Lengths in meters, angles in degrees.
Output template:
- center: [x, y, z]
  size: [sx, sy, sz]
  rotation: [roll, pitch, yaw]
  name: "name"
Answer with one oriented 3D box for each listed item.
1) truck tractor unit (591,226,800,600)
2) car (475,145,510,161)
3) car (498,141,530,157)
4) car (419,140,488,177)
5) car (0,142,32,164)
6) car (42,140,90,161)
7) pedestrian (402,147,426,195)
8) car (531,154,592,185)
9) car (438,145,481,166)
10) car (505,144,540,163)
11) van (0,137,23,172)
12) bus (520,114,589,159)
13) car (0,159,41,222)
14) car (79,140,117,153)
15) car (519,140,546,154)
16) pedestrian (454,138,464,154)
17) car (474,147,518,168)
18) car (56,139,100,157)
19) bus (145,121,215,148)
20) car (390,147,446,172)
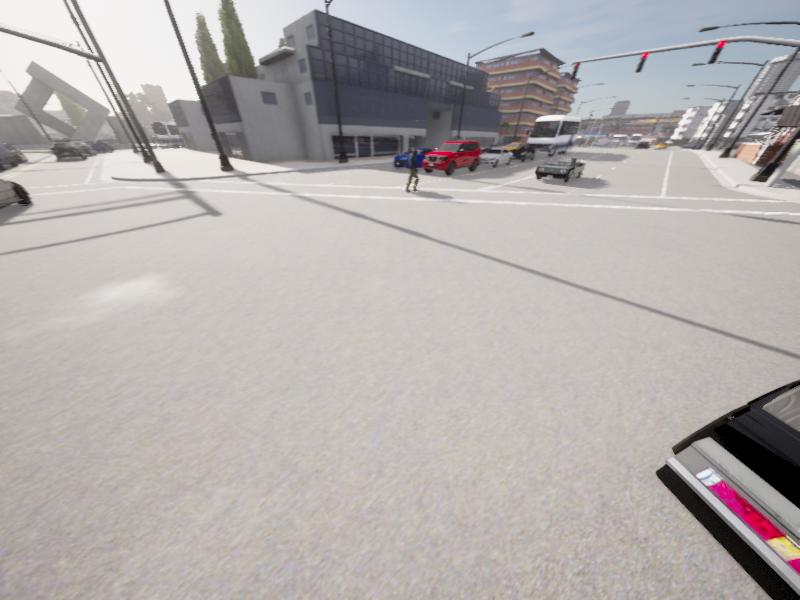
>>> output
- center: [5.323, 0.012, 0.346]
  size: [6.516, 4.208, 3.053]
  rotation: [-7, 36, -11]
  name: "truck tractor unit"
- center: [11.215, -17.830, 27.877]
  size: [4.181, 1.385, 1.994]
  rotation: [-30, 46, -35]
  name: "car"
- center: [15.619, -20.621, 31.514]
  size: [1.882, 1.535, 5.008]
  rotation: [29, 46, 34]
  name: "car"
- center: [4.145, -10.923, 17.642]
  size: [2.150, 2.045, 5.566]
  rotation: [30, 45, 34]
  name: "car"
- center: [-35.328, -13.124, 20.602]
  size: [3.633, 1.501, 1.845]
  rotation: [29, 44, 34]
  name: "car"
- center: [-34.540, -15.621, 24.060]
  size: [5.238, 1.638, 1.930]
  rotation: [30, 45, 35]
  name: "car"
- center: [0.631, -6.032, 10.839]
  size: [0.751, 1.860, 0.751]
  rotation: [22, 40, 27]
  name: "pedestrian"
- center: [10.711, -8.682, 15.213]
  size: [1.895, 1.301, 4.718]
  rotation: [29, 45, 34]
  name: "car"
- center: [6.112, -14.792, 23.581]
  size: [1.837, 1.490, 4.892]
  rotation: [29, 45, 34]
  name: "car"
- center: [13.778, -16.490, 25.928]
  size: [1.816, 1.474, 4.193]
  rotation: [29, 45, 34]
  name: "car"
- center: [-30.492, -10.826, 16.553]
  size: [5.915, 2.561, 1.988]
  rotation: [30, 44, 35]
  name: "van"
- center: [20.561, -21.704, 30.620]
  size: [3.944, 4.253, 10.273]
  rotation: [29, 46, 34]
  name: "bus"
- center: [-14.089, -3.392, 7.253]
  size: [1.816, 1.474, 4.193]
  rotation: [-25, 42, -31]
  name: "car"
- center: [-43.189, -22.070, 33.198]
  size: [1.816, 1.474, 4.193]
  rotation: [-17, 39, -24]
  name: "car"
- center: [20.308, -23.509, 35.445]
  size: [1.812, 1.442, 4.674]
  rotation: [30, 46, 35]
  name: "car"
- center: [8.275, -21.733, 32.548]
  size: [0.751, 1.860, 0.751]
  rotation: [-20, 40, -27]
  name: "pedestrian"
- center: [9.216, -13.704, 22.112]
  size: [1.812, 1.442, 4.674]
  rotation: [29, 45, 34]
  name: "car"
- center: [-39.234, -18.673, 28.305]
  size: [1.930, 1.638, 5.238]
  rotation: [-26, 43, -32]
  name: "car"
- center: [-46.312, -35.312, 49.514]
  size: [3.944, 4.253, 10.273]
  rotation: [4, 35, 5]
  name: "bus"
- center: [1.605, -12.130, 19.754]
  size: [1.882, 1.535, 5.008]
  rotation: [29, 44, 34]
  name: "car"
